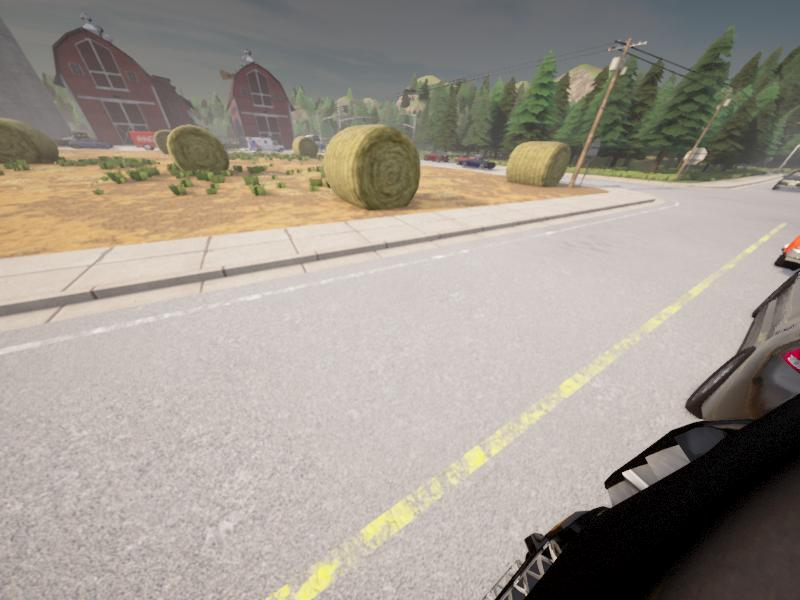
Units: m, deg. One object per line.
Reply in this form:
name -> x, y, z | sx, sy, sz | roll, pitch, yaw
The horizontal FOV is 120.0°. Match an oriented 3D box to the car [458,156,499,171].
car -> 9.840, -17.397, 29.382 | 1.895, 1.301, 4.718 | -18, 39, -28

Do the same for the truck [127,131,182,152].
truck -> -38.658, -25.183, 36.753 | 5.204, 2.467, 2.627 | -19, 39, -29

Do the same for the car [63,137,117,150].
car -> -44.788, -22.635, 33.509 | 4.181, 1.385, 1.994 | -19, 40, -28

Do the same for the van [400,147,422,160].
van -> 2.027, -28.270, 44.494 | 1.775, 1.987, 4.442 | -18, 39, -28

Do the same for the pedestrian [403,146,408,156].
pedestrian -> 1.366, -35.469, 54.956 | 0.751, 1.860, 0.751 | 25, 40, 30

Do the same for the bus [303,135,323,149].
bus -> -33.265, -60.666, 88.540 | 3.944, 4.253, 10.273 | -18, 39, -28

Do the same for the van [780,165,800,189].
van -> 41.306, -12.485, 23.408 | 4.442, 1.987, 1.775 | -16, 38, -26

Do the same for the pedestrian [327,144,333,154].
pedestrian -> -15.541, -33.429, 51.078 | 0.751, 1.860, 0.751 | -23, 41, -33

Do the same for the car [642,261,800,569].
car -> 4.897, 0.534, 1.923 | 5.027, 1.651, 2.152 | -16, 38, -26

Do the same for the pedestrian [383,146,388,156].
pedestrian -> -3.298, -33.435, 51.930 | 0.751, 1.860, 0.751 | -21, 41, -31

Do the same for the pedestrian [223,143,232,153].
pedestrian -> -27.505, -24.288, 36.878 | 0.751, 1.300, 0.751 | -21, 41, -31

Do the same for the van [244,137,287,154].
van -> -25.678, -29.622, 44.264 | 6.366, 2.431, 2.351 | -19, 39, -29

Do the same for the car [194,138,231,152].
car -> -32.670, -26.999, 40.388 | 4.605, 1.855, 1.932 | -19, 39, -29

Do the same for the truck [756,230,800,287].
truck -> 10.996, -1.591, 4.731 | 5.204, 2.467, 2.627 | -16, 38, -26

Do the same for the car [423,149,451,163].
car -> 6.200, -24.458, 39.244 | 2.097, 1.767, 4.553 | -18, 39, -28

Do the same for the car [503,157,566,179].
car -> 13.866, -13.923, 24.199 | 1.801, 1.575, 5.366 | -18, 39, -28

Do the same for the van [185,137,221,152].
van -> -35.764, -28.323, 42.072 | 4.442, 1.987, 1.775 | -19, 39, -29

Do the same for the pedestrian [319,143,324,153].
pedestrian -> -18.154, -35.105, 53.411 | 0.751, 1.860, 0.751 | -22, 41, -32

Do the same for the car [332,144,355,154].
car -> -13.410, -35.950, 55.020 | 4.605, 1.855, 1.932 | -19, 39, -29

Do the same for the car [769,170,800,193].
car -> 34.988, -10.459, 20.367 | 3.705, 1.549, 1.789 | -16, 38, -26

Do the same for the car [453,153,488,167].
car -> 10.314, -20.667, 34.088 | 2.007, 1.525, 4.514 | -18, 39, -28
